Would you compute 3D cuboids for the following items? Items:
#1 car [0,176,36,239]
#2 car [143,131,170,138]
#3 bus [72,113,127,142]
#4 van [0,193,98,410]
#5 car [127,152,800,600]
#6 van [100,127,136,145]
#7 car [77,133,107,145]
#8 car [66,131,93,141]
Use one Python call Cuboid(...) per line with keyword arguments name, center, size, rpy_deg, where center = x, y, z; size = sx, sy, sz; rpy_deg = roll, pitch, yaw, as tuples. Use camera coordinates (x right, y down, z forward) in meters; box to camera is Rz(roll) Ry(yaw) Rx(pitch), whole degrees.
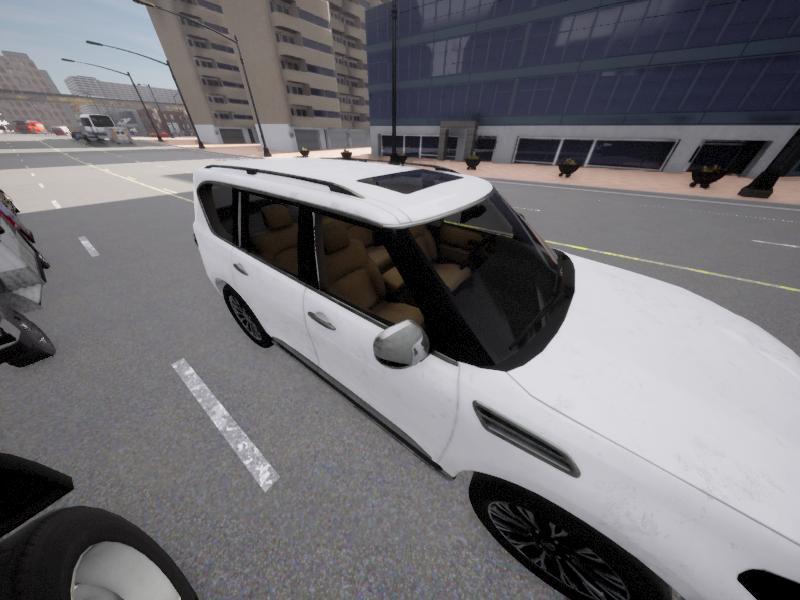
Cuboid(name="car", center=(-12.931, -2.858, 6.572), size=(4.902, 1.511, 2.128), rpy_deg=(23, 41, 28))
Cuboid(name="car", center=(-69.102, -47.071, 65.657), size=(2.242, 1.667, 4.611), rpy_deg=(24, 42, 29))
Cuboid(name="bus", center=(-60.718, -34.808, 46.663), size=(10.273, 4.253, 3.944), rpy_deg=(24, 41, 27))
Cuboid(name="van", center=(-6.907, -0.729, 2.804), size=(6.366, 2.431, 2.351), rpy_deg=(22, 41, 28))
Cuboid(name="car", center=(-0.019, -0.211, 2.438), size=(5.566, 2.045, 2.150), rpy_deg=(23, 41, 28))
Cuboid(name="van", center=(-51.552, -30.051, 42.191), size=(6.366, 2.431, 2.351), rpy_deg=(24, 42, 27))
Cuboid(name="car", center=(-53.524, -27.980, 40.107), size=(4.902, 1.511, 2.128), rpy_deg=(24, 42, 27))
Cuboid(name="car", center=(-63.093, -32.246, 45.461), size=(5.357, 1.411, 2.033), rpy_deg=(24, 41, 27))
